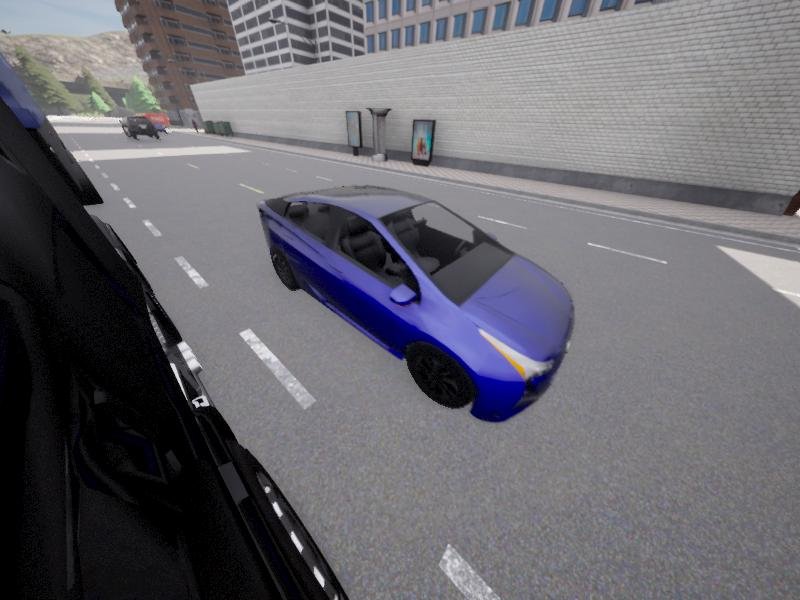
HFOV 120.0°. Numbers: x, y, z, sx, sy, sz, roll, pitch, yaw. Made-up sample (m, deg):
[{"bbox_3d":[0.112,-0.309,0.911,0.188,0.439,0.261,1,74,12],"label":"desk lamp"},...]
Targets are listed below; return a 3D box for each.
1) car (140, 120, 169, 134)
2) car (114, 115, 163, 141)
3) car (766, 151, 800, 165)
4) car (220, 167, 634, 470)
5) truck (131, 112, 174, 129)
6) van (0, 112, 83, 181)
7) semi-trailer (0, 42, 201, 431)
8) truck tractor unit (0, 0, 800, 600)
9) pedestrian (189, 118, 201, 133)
[{"bbox_3d":[-36.299,-25.503,34.095,4.193,1.474,1.816,28,44,30],"label":"car"},{"bbox_3d":[-28.401,-18.747,25.115,5.566,2.045,2.150,28,44,30],"label":"car"},{"bbox_3d":[60.593,-22.278,36.195,2.033,1.411,5.357,28,44,30],"label":"car"},{"bbox_3d":[-0.154,-0.599,3.166,4.514,1.525,2.007,28,44,30],"label":"car"},{"bbox_3d":[-51.977,-37.755,48.687,5.204,2.467,2.627,-16,41,-24],"label":"truck"},{"bbox_3d":[-15.688,-6.528,9.657,4.480,2.038,2.069,29,44,32],"label":"van"},{"bbox_3d":[-8.688,-3.619,4.228,14.254,4.402,2.717,28,44,30],"label":"semi-trailer"},{"bbox_3d":[-2.645,-0.295,0.351,6.516,4.208,3.053,28,44,30],"label":"truck tractor unit"},{"bbox_3d":[-31.311,-26.626,35.300,0.751,1.860,0.751,-18,42,-25],"label":"pedestrian"}]
